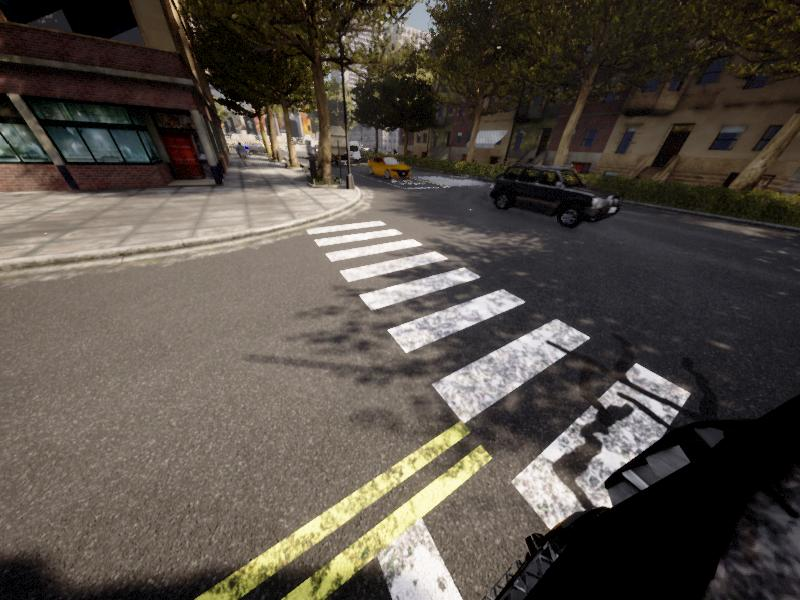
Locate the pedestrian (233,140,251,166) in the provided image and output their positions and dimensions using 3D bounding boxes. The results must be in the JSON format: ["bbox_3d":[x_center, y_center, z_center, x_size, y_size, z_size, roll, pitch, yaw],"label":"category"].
[{"bbox_3d":[-13.679,-12.689,20.028,0.751,1.860,0.751,-16,38,-27],"label":"pedestrian"}]

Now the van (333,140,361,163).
[{"bbox_3d":[-7.912,-21.934,34.110,1.988,2.561,5.915,-16,38,-26],"label":"van"}]

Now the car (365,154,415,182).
[{"bbox_3d":[-0.978,-10.886,18.893,1.882,1.535,5.008,-16,38,-26],"label":"car"}]

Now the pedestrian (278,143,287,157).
[{"bbox_3d":[-19.402,-24.774,38.084,0.751,1.860,0.751,-20,40,-30],"label":"pedestrian"}]

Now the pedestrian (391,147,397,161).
[{"bbox_3d":[-0.940,-23.978,38.020,0.751,1.860,0.751,-11,36,-20],"label":"pedestrian"}]

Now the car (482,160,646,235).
[{"bbox_3d":[5.924,-4.303,9.189,1.932,1.855,4.605,-16,38,-26],"label":"car"}]

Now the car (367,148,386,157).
[{"bbox_3d":[-5.306,-33.782,53.013,3.988,1.617,1.851,-17,38,-27],"label":"car"}]

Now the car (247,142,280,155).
[{"bbox_3d":[-24.818,-27.594,42.132,4.611,1.667,2.242,-6,34,-13],"label":"car"}]

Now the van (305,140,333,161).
[{"bbox_3d":[-12.369,-22.716,35.049,2.351,2.431,6.366,-16,38,-26],"label":"van"}]

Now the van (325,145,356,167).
[{"bbox_3d":[-7.094,-17.086,27.322,2.069,2.038,4.480,-16,38,-26],"label":"van"}]

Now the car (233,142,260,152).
[{"bbox_3d":[-32.809,-32.698,49.348,4.514,1.525,2.007,-16,38,-26],"label":"car"}]

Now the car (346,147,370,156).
[{"bbox_3d":[-9.748,-34.846,54.264,5.027,1.651,2.152,-16,38,-26],"label":"car"}]
